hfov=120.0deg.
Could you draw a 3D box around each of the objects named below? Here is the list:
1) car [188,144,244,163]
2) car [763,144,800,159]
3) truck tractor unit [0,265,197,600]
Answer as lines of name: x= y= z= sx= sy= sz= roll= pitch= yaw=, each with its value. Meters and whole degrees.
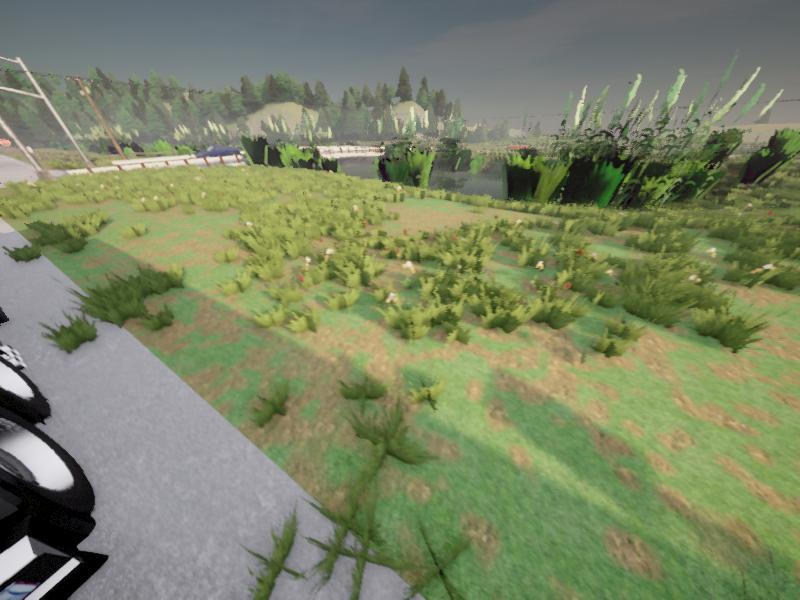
car: x=-21.427 y=-17.303 z=27.110 sx=1.812 sy=1.442 sz=4.674 roll=22 pitch=43 yaw=29
car: x=50.634 y=-19.069 z=29.635 sx=3.806 sy=1.475 sz=1.970 roll=22 pitch=41 yaw=29
truck tractor unit: x=-5.115 y=-0.296 z=0.779 sx=6.516 sy=4.208 sz=3.053 roll=18 pitch=39 yaw=24
